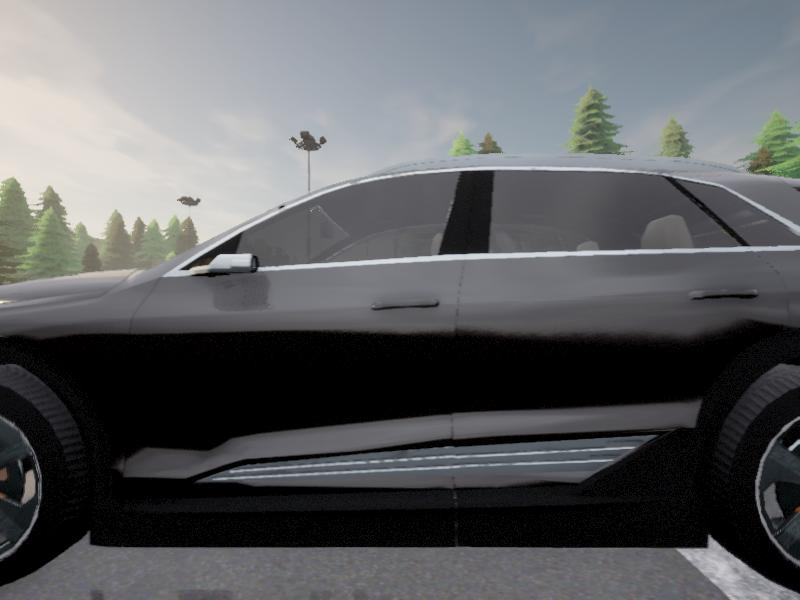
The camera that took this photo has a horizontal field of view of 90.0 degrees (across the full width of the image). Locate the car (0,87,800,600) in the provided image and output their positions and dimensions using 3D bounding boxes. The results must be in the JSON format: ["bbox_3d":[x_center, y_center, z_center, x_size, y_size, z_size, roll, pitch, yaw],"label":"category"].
[{"bbox_3d":[0.063,0.177,2.250,4.856,1.649,2.033,0,0,1],"label":"car"}]

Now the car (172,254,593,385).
[{"bbox_3d":[-0.209,0.228,5.743,4.974,1.542,2.038,0,0,1],"label":"car"}]
